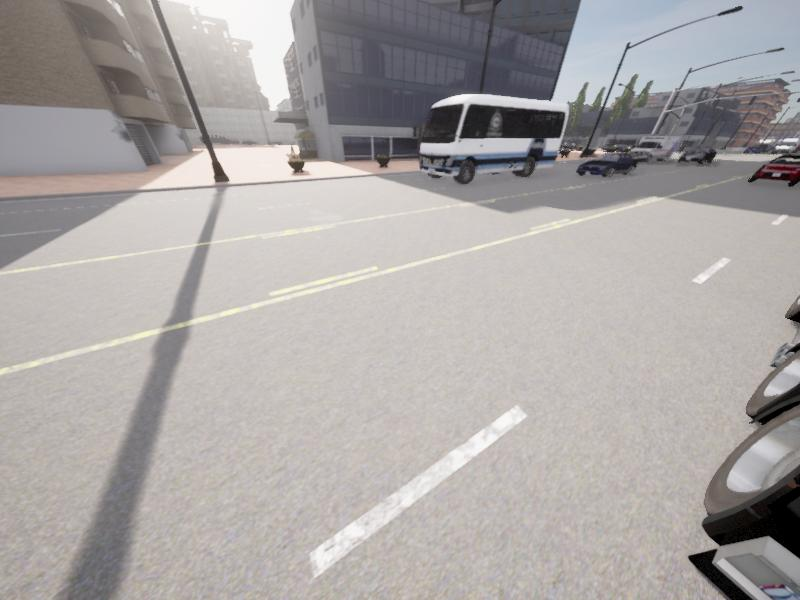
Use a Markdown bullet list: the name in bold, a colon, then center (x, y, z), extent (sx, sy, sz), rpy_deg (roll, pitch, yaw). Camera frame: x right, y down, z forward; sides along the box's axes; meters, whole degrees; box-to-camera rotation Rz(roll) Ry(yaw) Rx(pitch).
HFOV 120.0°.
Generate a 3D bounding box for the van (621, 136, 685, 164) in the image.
- **van**: center (28.490, -16.982, 26.058), extent (6.366, 2.431, 2.351), rpy_deg (-18, 39, -24)

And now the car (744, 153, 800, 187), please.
- **car**: center (23.672, -8.036, 14.143), extent (4.193, 1.474, 1.816), rpy_deg (-18, 39, -24)

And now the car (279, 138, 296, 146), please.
- **car**: center (-31.827, -44.825, 65.513), extent (3.988, 1.617, 1.851), rpy_deg (-17, 38, -23)

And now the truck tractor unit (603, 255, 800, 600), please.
- **truck tractor unit**: center (5.090, -0.323, 0.794), extent (6.516, 4.208, 3.053), rpy_deg (-19, 39, -25)

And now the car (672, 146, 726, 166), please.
- **car**: center (31.726, -15.354, 24.528), extent (4.902, 1.511, 2.128), rpy_deg (-18, 39, -24)

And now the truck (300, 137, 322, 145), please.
- **truck**: center (-29.301, -52.589, 76.305), extent (6.274, 2.098, 2.390), rpy_deg (-17, 38, -23)

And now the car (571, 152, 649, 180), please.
- **car**: center (15.289, -9.862, 16.837), extent (5.357, 1.411, 2.033), rpy_deg (-18, 39, -24)

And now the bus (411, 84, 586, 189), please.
- **bus**: center (6.192, -10.259, 14.936), extent (10.273, 4.253, 3.944), rpy_deg (-18, 39, -24)
